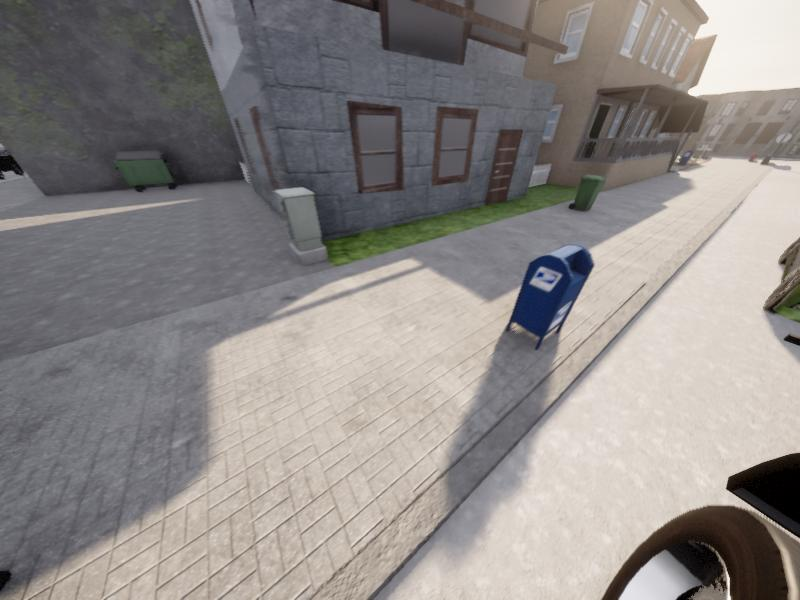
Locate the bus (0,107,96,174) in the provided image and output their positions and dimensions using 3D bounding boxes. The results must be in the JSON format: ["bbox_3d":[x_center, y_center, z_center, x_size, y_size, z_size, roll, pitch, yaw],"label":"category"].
[{"bbox_3d":[-34.209,-14.722,21.380,3.944,4.253,10.273,-22,41,-28],"label":"bus"}]

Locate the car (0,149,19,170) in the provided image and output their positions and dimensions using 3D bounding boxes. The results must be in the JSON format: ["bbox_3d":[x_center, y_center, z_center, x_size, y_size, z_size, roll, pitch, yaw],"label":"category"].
[{"bbox_3d":[-37.591,-12.493,20.606,1.882,1.535,5.008,-22,41,-28],"label":"car"}]

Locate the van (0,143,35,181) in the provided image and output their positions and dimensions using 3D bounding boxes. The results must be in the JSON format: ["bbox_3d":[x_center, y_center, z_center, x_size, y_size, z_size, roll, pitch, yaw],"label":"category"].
[{"bbox_3d":[-28.870,-9.578,15.963,2.069,2.038,4.480,-22,41,-28],"label":"van"}]

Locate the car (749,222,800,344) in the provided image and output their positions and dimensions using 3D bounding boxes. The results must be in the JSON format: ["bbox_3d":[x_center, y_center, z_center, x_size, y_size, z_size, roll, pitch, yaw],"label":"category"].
[{"bbox_3d":[7.435,-0.527,3.261,4.514,1.525,2.007,-22,41,-28],"label":"car"}]
